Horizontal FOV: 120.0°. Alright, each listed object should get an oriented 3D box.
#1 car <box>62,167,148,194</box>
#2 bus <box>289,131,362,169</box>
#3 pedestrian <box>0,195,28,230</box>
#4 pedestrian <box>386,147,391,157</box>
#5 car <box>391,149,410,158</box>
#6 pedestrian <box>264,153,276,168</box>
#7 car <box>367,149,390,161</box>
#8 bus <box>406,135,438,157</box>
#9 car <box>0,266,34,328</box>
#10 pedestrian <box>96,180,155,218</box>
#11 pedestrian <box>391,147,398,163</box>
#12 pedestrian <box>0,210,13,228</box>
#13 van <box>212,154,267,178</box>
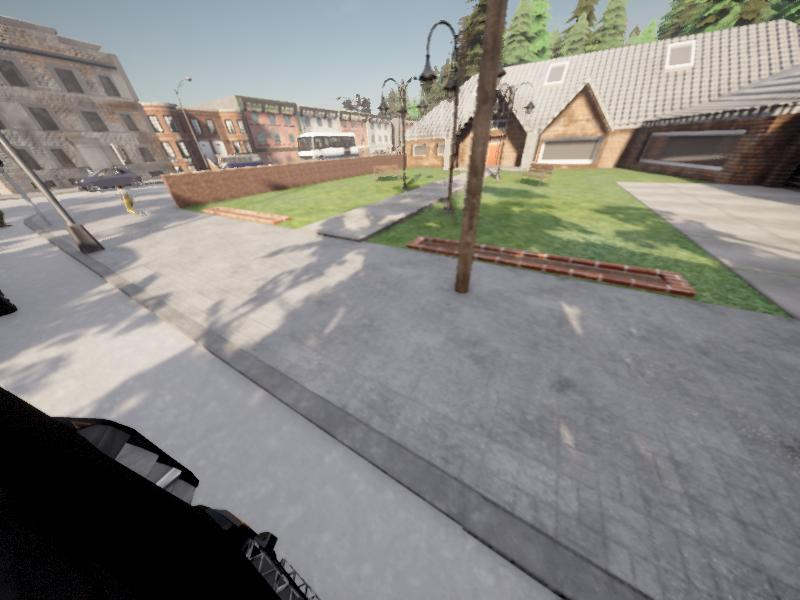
[{"bbox_3d":[-23.261,-9.574,18.392,1.845,1.501,3.633,15,37,24],"label":"car"},{"bbox_3d":[-10.775,-23.123,35.417,3.944,4.253,10.273,16,39,26],"label":"bus"},{"bbox_3d":[-15.743,-3.717,8.775,0.751,1.860,0.751,12,36,21],"label":"pedestrian"},{"bbox_3d":[-2.670,-34.485,53.847,0.751,1.860,0.751,-25,40,-30],"label":"pedestrian"},{"bbox_3d":[0.199,-32.880,51.825,2.163,1.488,4.792,16,38,26],"label":"car"},{"bbox_3d":[-19.273,-20.696,34.344,0.751,1.860,0.751,12,36,20],"label":"pedestrian"},{"bbox_3d":[-4.115,-28.692,45.663,2.242,1.667,4.611,16,38,26],"label":"car"},{"bbox_3d":[5.852,-39.346,59.037,3.944,4.253,10.273,16,38,26],"label":"bus"},{"bbox_3d":[-8.377,-0.434,3.642,3.988,1.617,1.851,16,38,26],"label":"car"},{"bbox_3d":[-10.886,-4.030,9.228,0.751,1.300,0.751,3,34,8],"label":"pedestrian"},{"bbox_3d":[-0.768,-20.358,32.544,0.751,1.860,0.751,15,38,25],"label":"pedestrian"},{"bbox_3d":[-16.395,-3.661,8.735,0.751,1.860,0.751,-17,36,-20],"label":"pedestrian"},{"bbox_3d":[-17.911,-15.209,26.070,1.775,1.987,4.442,16,38,26],"label":"van"}]
